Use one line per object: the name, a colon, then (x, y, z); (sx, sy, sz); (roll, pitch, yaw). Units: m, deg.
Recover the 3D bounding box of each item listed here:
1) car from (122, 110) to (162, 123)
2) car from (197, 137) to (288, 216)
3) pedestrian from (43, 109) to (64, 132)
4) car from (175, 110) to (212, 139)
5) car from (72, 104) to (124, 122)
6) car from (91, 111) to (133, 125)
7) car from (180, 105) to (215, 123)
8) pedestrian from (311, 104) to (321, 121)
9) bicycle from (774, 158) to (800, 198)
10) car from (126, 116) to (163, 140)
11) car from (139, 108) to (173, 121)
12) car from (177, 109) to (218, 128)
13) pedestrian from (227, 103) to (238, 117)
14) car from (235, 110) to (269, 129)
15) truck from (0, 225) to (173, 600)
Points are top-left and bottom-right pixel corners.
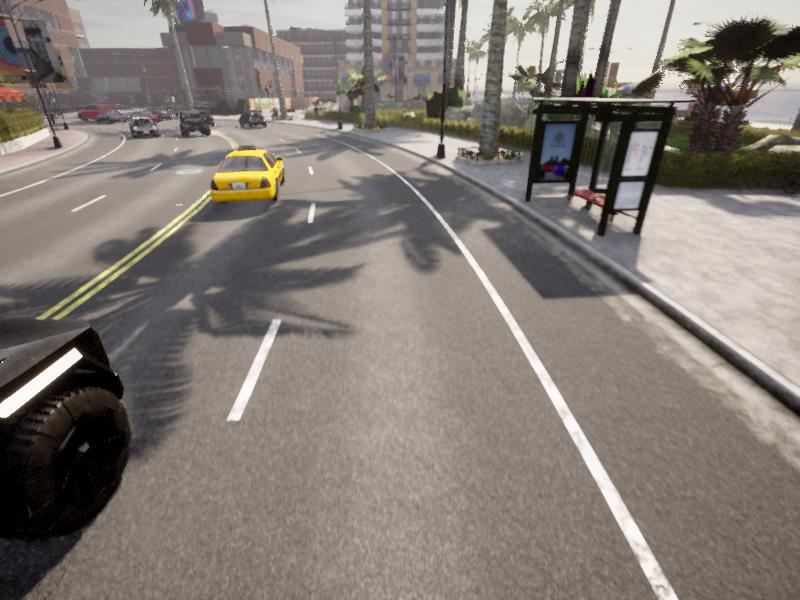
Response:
car: (-32.502, -23.139, 50.447); (4.181, 1.385, 1.994); (13, 30, 24)
car: (-4.959, -4.365, 13.423); (1.801, 1.575, 5.366); (-5, 28, -9)
pedestrian: (-31.307, -16.260, 36.152); (0.751, 1.860, 0.751); (23, 36, 38)
car: (-16.891, -14.386, 32.685); (1.905, 1.878, 3.866); (-16, 31, -28)
car: (-40.182, -24.906, 53.241); (5.566, 2.045, 2.150); (7, 28, 15)
car: (-34.692, -21.942, 48.148); (4.181, 1.385, 1.994); (13, 30, 24)
car: (-25.303, -23.255, 50.014); (3.866, 1.878, 1.905); (18, 32, 31)
pedestrian: (-10.170, -22.847, 48.682); (0.751, 1.860, 0.751); (-18, 32, -31)
bicycle: (12.331, -3.606, 12.034); (0.373, 1.024, 1.643); (0, 27, 0)
car: (-20.467, -13.773, 31.993); (1.970, 1.475, 3.806); (-17, 31, -29)
car: (-33.139, -25.261, 54.356); (3.705, 1.549, 1.789); (11, 29, 21)
car: (-22.209, -19.934, 43.770); (2.242, 1.667, 4.611); (-24, 36, -38)
pedestrian: (-24.483, -27.823, 58.521); (0.751, 1.860, 0.751); (13, 30, 25)
car: (-15.492, -18.939, 41.822); (1.851, 1.617, 3.988); (-19, 33, -32)
truck: (-3.537, 1.773, 0.920); (2.390, 2.098, 6.274); (0, 27, -1)
